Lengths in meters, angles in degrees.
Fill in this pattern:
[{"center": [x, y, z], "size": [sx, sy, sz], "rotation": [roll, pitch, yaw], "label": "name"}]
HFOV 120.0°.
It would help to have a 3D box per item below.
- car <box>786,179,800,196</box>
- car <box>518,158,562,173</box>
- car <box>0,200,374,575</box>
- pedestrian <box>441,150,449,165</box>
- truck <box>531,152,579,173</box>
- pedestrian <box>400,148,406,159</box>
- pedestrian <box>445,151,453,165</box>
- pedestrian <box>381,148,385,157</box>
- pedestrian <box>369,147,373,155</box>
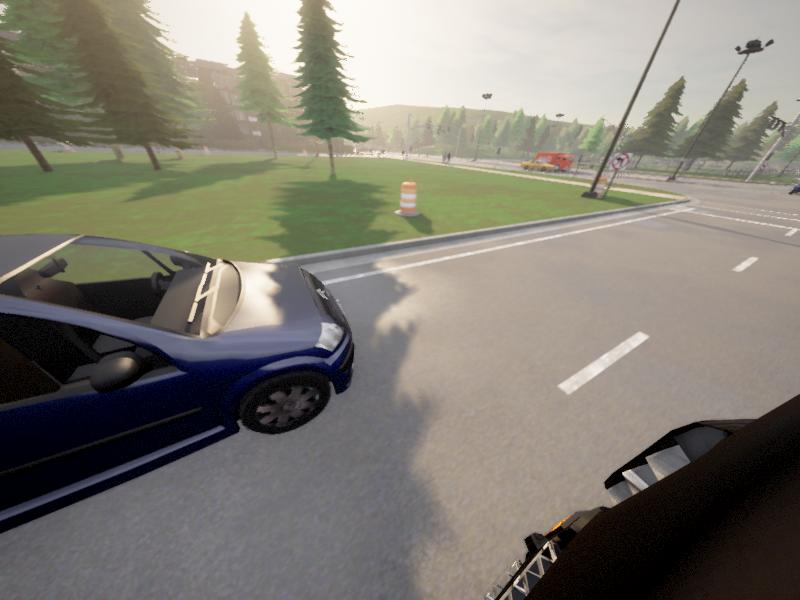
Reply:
[{"center": [38.274, -10.492, 21.319], "size": [4.193, 1.474, 1.816], "rotation": [-15, 37, -25], "label": "car"}, {"center": [20.976, -20.411, 34.939], "size": [1.801, 1.575, 5.366], "rotation": [-15, 37, -24], "label": "car"}, {"center": [-2.422, 0.390, 1.745], "size": [3.988, 1.617, 1.851], "rotation": [-15, 37, -25], "label": "car"}, {"center": [7.124, -22.609, 36.665], "size": [0.751, 1.860, 0.751], "rotation": [-11, 36, -20], "label": "pedestrian"}, {"center": [24.069, -21.596, 36.152], "size": [2.627, 2.467, 5.204], "rotation": [-15, 37, -24], "label": "truck"}, {"center": [0.621, -29.957, 47.292], "size": [0.751, 1.860, 0.751], "rotation": [-12, 36, -21], "label": "pedestrian"}, {"center": [7.562, -21.933, 35.675], "size": [0.751, 1.860, 0.751], "rotation": [-10, 36, -19], "label": "pedestrian"}, {"center": [-4.047, -35.620, 55.784], "size": [0.751, 1.860, 0.751], "rotation": [-13, 37, -22], "label": "pedestrian"}, {"center": [-7.837, -39.962, 62.067], "size": [0.751, 1.860, 0.751], "rotation": [-14, 37, -24], "label": "pedestrian"}]
